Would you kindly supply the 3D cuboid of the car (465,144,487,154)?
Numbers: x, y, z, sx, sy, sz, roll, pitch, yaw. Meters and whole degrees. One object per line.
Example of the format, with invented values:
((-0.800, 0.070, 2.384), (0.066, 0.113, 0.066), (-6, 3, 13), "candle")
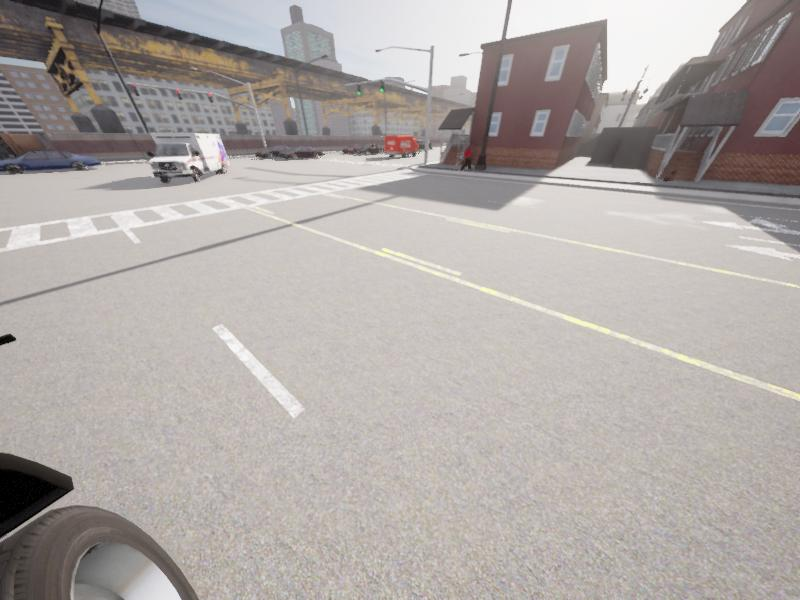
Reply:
((13.451, -26.830, 41.003), (1.994, 1.385, 4.181), (25, 42, 31), "car")

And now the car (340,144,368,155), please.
((-7.407, -24.611, 37.710), (1.994, 1.385, 4.181), (25, 42, 30), "car")

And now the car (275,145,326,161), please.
((-11.996, -17.993, 28.241), (2.033, 1.411, 5.357), (24, 42, 30), "car")

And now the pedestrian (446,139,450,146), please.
((14.451, -47.367, 69.500), (0.751, 1.860, 0.751), (-12, 37, -17), "pedestrian")

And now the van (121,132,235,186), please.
((-13.469, -9.261, 14.909), (2.351, 2.431, 6.366), (-9, 36, -12), "van")

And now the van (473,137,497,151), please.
((18.668, -34.345, 50.809), (2.351, 2.431, 6.366), (24, 42, 30), "van")

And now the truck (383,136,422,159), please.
((0.453, -21.015, 31.687), (2.627, 2.467, 5.204), (24, 42, 30), "truck")

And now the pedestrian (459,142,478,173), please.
((4.940, -10.291, 16.681), (0.751, 1.860, 0.751), (25, 42, 31), "pedestrian")

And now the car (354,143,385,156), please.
((-4.657, -23.409, 35.909), (1.837, 1.490, 4.892), (24, 41, 30), "car")

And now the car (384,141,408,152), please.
((-0.658, -29.682, 44.706), (2.242, 1.667, 4.611), (24, 42, 30), "car")

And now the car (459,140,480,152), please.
((13.756, -30.523, 45.816), (1.932, 1.855, 4.605), (24, 42, 30), "car")

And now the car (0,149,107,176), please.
((-26.675, -10.505, 17.491), (2.033, 1.411, 5.357), (24, 42, 30), "car")

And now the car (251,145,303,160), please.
((-15.405, -18.764, 29.316), (2.033, 1.411, 5.357), (24, 42, 30), "car")

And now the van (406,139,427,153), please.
((3.219, -29.382, 44.029), (1.775, 1.987, 4.442), (24, 42, 30), "van")
